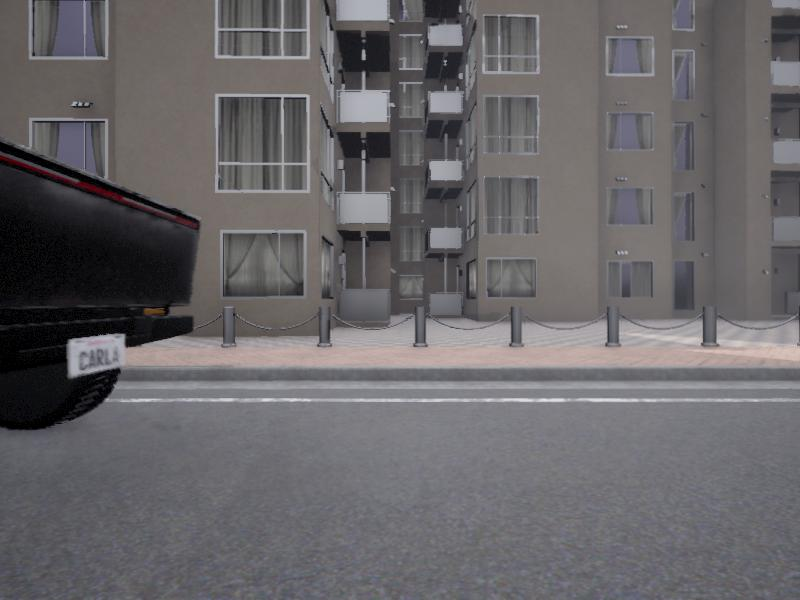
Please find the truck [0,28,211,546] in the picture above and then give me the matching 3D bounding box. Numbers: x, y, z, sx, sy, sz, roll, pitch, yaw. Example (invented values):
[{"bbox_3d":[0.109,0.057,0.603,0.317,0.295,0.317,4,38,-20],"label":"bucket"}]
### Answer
[{"bbox_3d":[-4.756,-0.047,2.229,6.274,2.098,2.390,0,0,0],"label":"truck"}]
